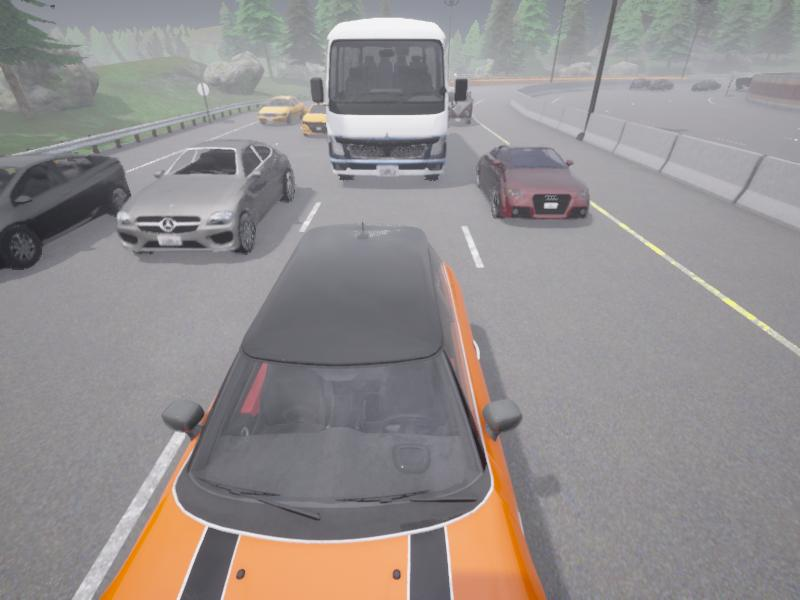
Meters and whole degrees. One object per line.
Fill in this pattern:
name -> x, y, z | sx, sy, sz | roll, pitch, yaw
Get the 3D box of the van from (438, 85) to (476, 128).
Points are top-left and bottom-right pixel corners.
van -> 3.331, -11.747, 24.154 | 1.775, 1.987, 4.442 | 1, 30, 2

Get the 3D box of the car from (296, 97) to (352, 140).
car -> -3.788, -9.544, 20.826 | 1.882, 1.535, 5.008 | 0, 30, 1

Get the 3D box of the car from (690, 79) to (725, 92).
car -> 42.280, -29.537, 55.019 | 4.181, 1.385, 1.994 | -18, 35, -25

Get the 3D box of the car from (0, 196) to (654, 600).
car -> -0.350, 0.750, 2.969 | 2.097, 1.767, 4.553 | 0, 30, 0

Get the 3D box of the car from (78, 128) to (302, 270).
car -> -3.838, -2.502, 8.690 | 2.152, 1.651, 5.027 | 0, 30, 0

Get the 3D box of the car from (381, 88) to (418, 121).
car -> 0.067, -13.481, 27.434 | 2.242, 1.667, 4.611 | 2, 30, 3

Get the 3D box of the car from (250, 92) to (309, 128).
car -> -7.242, -11.816, 24.672 | 1.801, 1.575, 5.366 | 1, 30, 2

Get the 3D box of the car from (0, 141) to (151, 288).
car -> -7.341, -1.948, 7.837 | 2.007, 1.525, 4.514 | 0, 30, 0

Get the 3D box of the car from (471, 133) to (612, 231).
car -> 3.162, -3.128, 10.013 | 1.994, 1.385, 4.181 | 0, 30, 0

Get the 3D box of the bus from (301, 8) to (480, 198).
bus -> -0.211, -7.327, 14.323 | 3.944, 4.253, 10.273 | 0, 32, 0

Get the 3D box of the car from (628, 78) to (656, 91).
car -> 35.404, -31.611, 58.526 | 3.705, 1.549, 1.789 | -20, 35, -30

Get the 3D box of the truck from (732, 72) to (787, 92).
truck -> 48.520, -29.501, 54.072 | 6.274, 2.098, 2.390 | -14, 33, -20

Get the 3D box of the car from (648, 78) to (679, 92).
car -> 36.552, -29.801, 55.452 | 3.633, 1.501, 1.845 | -20, 36, -29
